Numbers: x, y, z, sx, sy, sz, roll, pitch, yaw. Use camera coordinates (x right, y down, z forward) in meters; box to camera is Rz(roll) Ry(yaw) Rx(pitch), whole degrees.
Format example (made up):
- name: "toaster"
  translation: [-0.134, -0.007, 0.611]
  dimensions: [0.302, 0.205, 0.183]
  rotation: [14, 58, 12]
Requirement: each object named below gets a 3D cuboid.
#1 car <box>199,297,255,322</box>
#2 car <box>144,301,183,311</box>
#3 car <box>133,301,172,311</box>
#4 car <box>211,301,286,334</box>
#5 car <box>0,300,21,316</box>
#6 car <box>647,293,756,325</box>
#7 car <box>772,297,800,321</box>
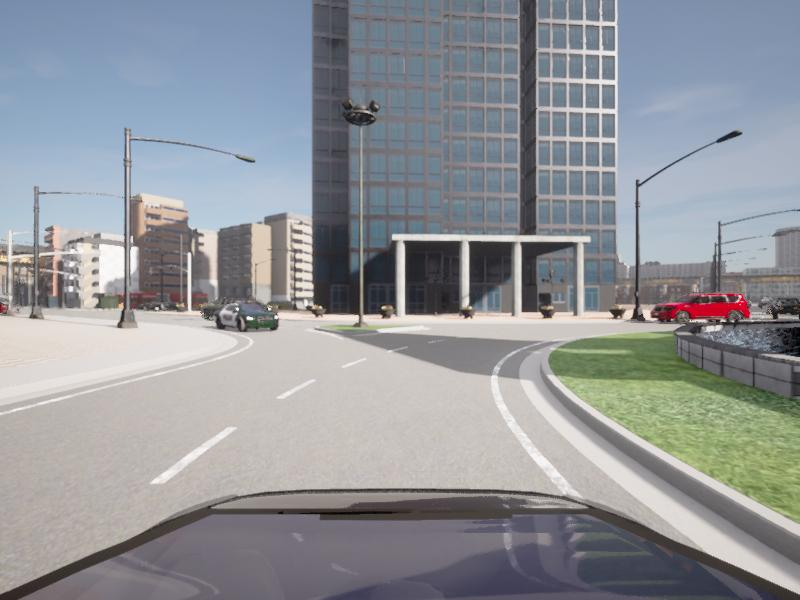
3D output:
- name: "car"
  translation: [-13.570, 0.693, 31.300]
  dimensions: [4.605, 1.855, 1.932]
  rotation: [0, 0, 36]
- name: "car"
  translation: [-39.172, 0.966, 66.414]
  dimensions: [1.930, 1.638, 5.238]
  rotation: [0, -1, 36]
- name: "car"
  translation: [-42.164, 0.963, 68.238]
  dimensions: [1.930, 1.638, 5.238]
  rotation: [0, -1, 34]
- name: "car"
  translation: [-8.302, 0.854, 21.662]
  dimensions: [2.038, 1.542, 4.974]
  rotation: [0, 0, -44]
- name: "car"
  translation: [-42.525, 0.844, 41.854]
  dimensions: [3.988, 1.617, 1.851]
  rotation: [0, 0, -37]
- name: "car"
  translation: [19.900, 0.600, 26.613]
  dimensions: [5.566, 2.045, 2.150]
  rotation: [0, 0, 2]
- name: "car"
  translation: [32.279, 0.686, 33.278]
  dimensions: [1.905, 1.878, 3.866]
  rotation: [0, 0, 43]
